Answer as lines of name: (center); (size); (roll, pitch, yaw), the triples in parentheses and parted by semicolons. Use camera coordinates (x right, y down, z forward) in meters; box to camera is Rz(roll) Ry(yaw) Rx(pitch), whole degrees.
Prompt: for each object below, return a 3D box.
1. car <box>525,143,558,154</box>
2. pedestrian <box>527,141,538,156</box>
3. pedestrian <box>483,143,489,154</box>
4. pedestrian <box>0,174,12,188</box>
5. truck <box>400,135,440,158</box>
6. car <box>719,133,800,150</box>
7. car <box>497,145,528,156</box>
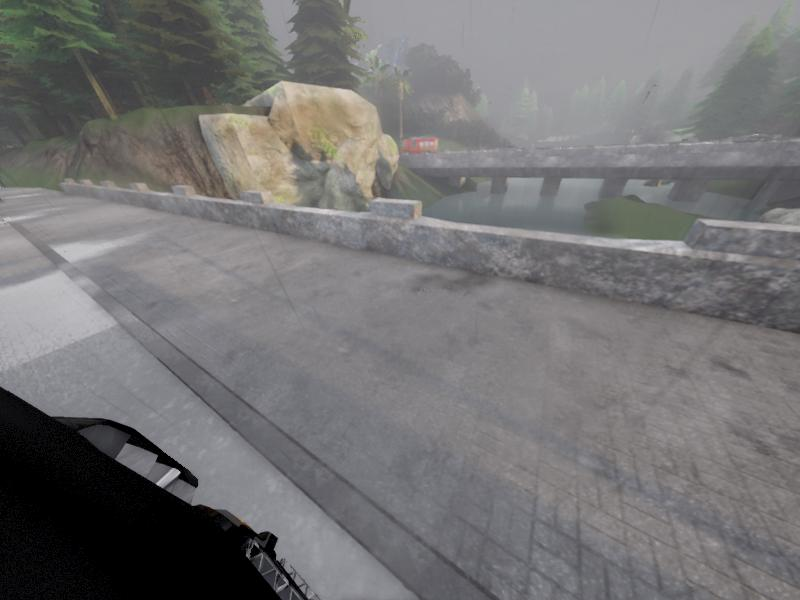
car: (25.377, -27.124, 41.487); (4.674, 1.442, 1.812); (17, 38, 27)
pedestrian: (20.633, -23.617, 35.975); (0.751, 1.860, 0.751); (-29, 42, -34)
pedestrian: (18.581, -32.800, 49.976); (0.751, 1.860, 0.751); (17, 39, 27)
pedestrian: (-48.442, -14.560, 27.883); (0.751, 1.860, 0.751); (17, 39, 28)
truck: (4.401, -34.119, 51.555); (8.468, 3.827, 2.891); (17, 38, 27)
car: (43.638, -19.374, 28.297); (4.892, 1.490, 1.837); (16, 38, 27)
car: (19.737, -26.273, 40.583); (4.514, 1.525, 2.007); (16, 38, 26)
